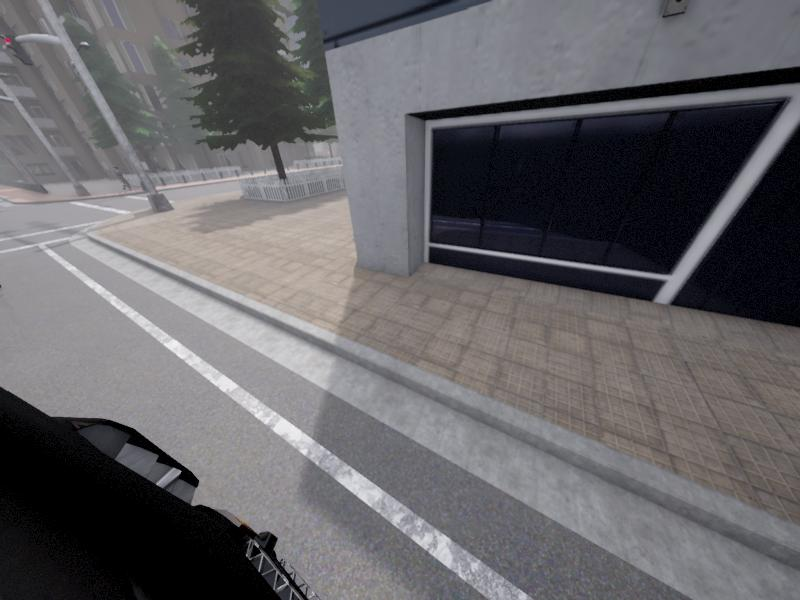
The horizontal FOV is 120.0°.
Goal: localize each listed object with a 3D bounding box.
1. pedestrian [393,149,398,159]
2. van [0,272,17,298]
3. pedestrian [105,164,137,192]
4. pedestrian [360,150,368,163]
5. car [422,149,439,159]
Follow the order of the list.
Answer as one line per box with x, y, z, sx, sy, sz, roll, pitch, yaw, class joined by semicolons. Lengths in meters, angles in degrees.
-0.955;-32.322;51.080;0.751;1.860;0.751;15;38;25;pedestrian
-10.414;-1.044;4.574;4.442;1.987;1.775;15;38;25;van
-21.888;-9.558;18.154;0.751;1.860;0.751;17;39;28;pedestrian
-6.296;-25.069;40.305;0.751;1.860;0.751;18;39;29;pedestrian
6.428;-30.437;48.026;1.837;1.490;4.892;15;37;25;car
